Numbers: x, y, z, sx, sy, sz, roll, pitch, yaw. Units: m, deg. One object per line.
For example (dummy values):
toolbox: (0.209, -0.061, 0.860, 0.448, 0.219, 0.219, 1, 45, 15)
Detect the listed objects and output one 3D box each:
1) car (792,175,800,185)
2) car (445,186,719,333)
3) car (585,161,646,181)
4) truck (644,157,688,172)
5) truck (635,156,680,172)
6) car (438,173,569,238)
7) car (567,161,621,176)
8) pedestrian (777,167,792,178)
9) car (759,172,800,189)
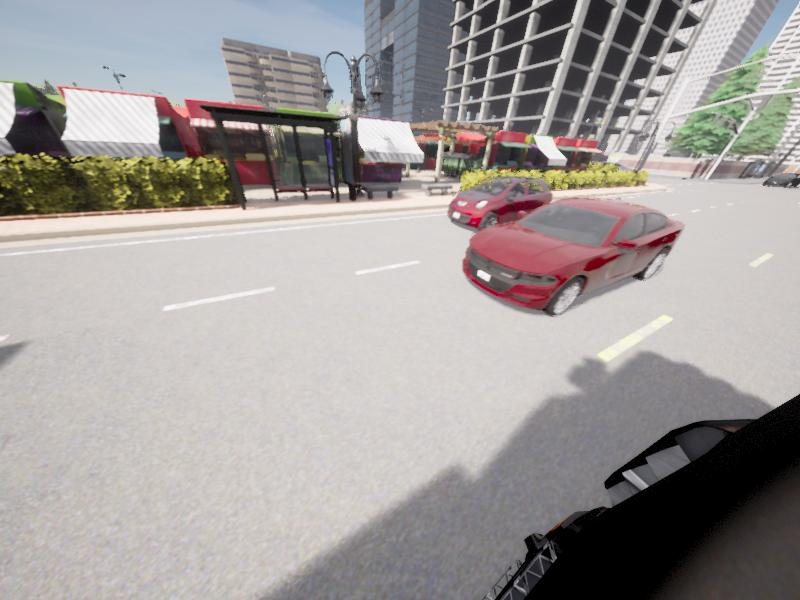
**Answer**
car: (60.606, -17.858, 34.106, 3.988, 1.617, 1.851, -14, 37, -24)
car: (3.611, -1.217, 4.660, 5.008, 1.535, 1.882, -15, 38, -24)
car: (25.914, -15.742, 28.033, 2.033, 1.649, 4.856, -14, 37, -24)
truck: (57.105, -29.238, 49.788, 2.615, 2.467, 5.204, -14, 37, -24)
truck: (53.291, -28.266, 48.031, 2.615, 2.467, 5.204, -14, 37, -24)
car: (3.411, -3.353, 7.857, 3.633, 1.501, 1.845, -14, 37, -24)
car: (27.100, -18.500, 32.479, 2.033, 1.411, 5.357, -14, 37, -24)
pedestrian: (78.907, -26.170, 47.399, 0.751, 1.860, 0.751, -19, 40, -30)
car: (46.490, -14.448, 27.876, 5.008, 1.535, 1.882, -10, 36, -19)
